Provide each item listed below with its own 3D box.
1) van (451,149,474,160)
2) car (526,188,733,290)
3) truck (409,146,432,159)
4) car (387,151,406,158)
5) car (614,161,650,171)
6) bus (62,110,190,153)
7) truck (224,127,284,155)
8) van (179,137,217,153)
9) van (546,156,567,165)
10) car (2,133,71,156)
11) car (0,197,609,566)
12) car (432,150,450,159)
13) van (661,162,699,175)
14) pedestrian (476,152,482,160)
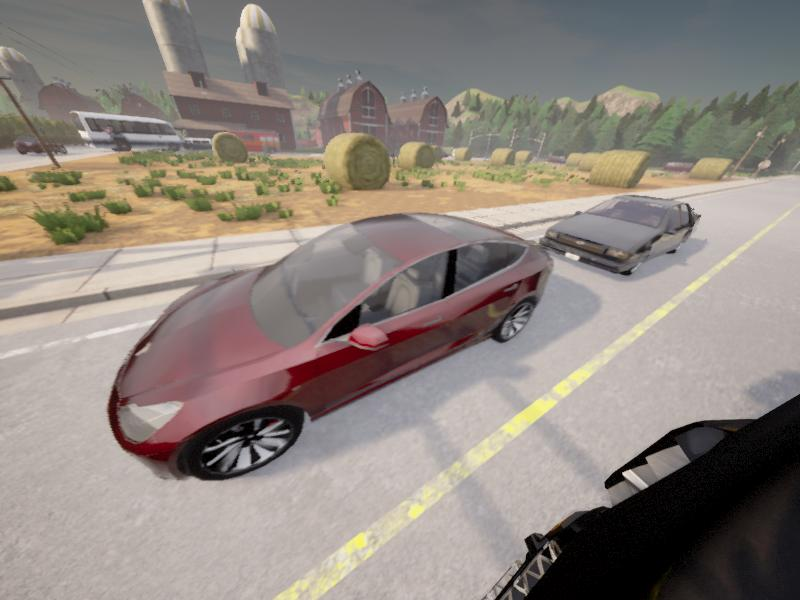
[{"bbox_3d":[18.142,-42.419,67.244,6.366,2.431,2.351,-19,39,-30],"label":"van"},{"bbox_3d":[6.153,-1.967,6.145,5.357,1.411,2.033,-16,38,-26],"label":"car"},{"bbox_3d":[5.283,-37.966,59.531,5.204,2.467,2.627,-19,39,-30],"label":"truck"},{"bbox_3d":[-0.792,-35.416,56.187,4.181,1.385,1.994,-19,40,-29],"label":"car"},{"bbox_3d":[53.462,-30.855,53.301,1.801,1.575,5.366,-18,39,-29],"label":"car"},{"bbox_3d":[-37.863,-23.593,32.951,3.944,4.253,10.273,19,37,21],"label":"bus"},{"bbox_3d":[-27.127,-29.638,43.278,8.468,3.827,2.891,-19,39,-30],"label":"truck"},{"bbox_3d":[-34.355,-26.403,39.460,4.480,2.038,2.069,-19,39,-29],"label":"van"},{"bbox_3d":[45.844,-41.138,67.867,1.775,1.987,4.442,-18,39,-29],"label":"van"},{"bbox_3d":[-37.372,-16.142,23.996,2.097,1.767,4.553,-19,39,-29],"label":"car"},{"bbox_3d":[-0.172,-0.139,2.827,4.792,1.488,2.163,-16,38,-27],"label":"car"},{"bbox_3d":[11.213,-39.782,63.261,4.605,1.855,1.932,-19,39,-30],"label":"car"},{"bbox_3d":[57.823,-27.271,47.807,1.775,1.987,4.442,-18,39,-29],"label":"van"},{"bbox_3d":[22.179,-40.540,64.929,0.751,1.860,0.751,-20,40,-30],"label":"pedestrian"}]
